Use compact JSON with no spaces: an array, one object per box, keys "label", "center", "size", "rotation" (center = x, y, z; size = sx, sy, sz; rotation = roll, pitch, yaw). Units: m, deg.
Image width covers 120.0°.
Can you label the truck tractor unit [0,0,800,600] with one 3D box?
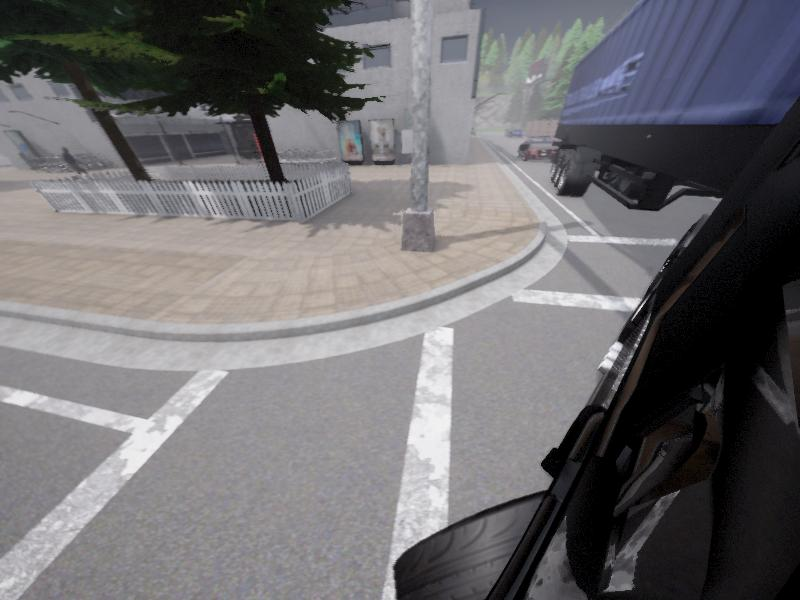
[{"label":"truck tractor unit","center":[2.645,-0.295,0.351],"size":[6.516,4.208,3.053],"rotation":[-28,44,-30]}]

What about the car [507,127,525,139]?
[{"label":"car","center":[20.340,-29.447,40.665],"size":[2.007,1.525,4.514],"rotation":[6,38,12]}]

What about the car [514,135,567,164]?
[{"label":"car","center":[9.593,-10.601,16.151],"size":[1.994,1.385,4.181],"rotation":[6,38,11]}]

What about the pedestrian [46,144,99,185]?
[{"label":"pedestrian","center":[-18.291,-7.612,12.962],"size":[0.751,1.860,0.751],"rotation":[-25,42,-28]}]

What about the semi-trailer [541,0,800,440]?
[{"label":"semi-trailer","center":[6.321,-4.551,5.671],"size":[2.717,4.402,14.254],"rotation":[12,39,18]}]

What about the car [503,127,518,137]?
[{"label":"car","center":[21.786,-33.237,45.638],"size":[1.789,1.549,3.705],"rotation":[6,38,11]}]
